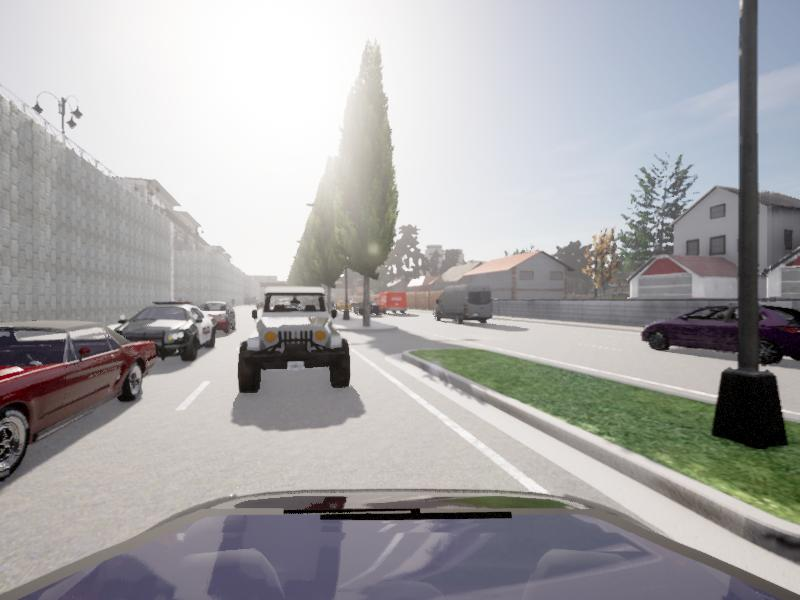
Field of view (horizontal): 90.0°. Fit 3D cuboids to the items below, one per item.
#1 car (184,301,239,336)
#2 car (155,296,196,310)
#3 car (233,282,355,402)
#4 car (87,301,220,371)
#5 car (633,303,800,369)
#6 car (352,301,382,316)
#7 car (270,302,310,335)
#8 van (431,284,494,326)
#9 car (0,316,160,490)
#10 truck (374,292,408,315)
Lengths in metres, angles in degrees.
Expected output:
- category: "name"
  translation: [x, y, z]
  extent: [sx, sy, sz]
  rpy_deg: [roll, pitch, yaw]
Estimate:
- category: "car"
  translation: [-8.957, 0.819, 19.289]
  extent: [1.845, 1.501, 3.633]
  rpy_deg: [0, 0, -16]
- category: "car"
  translation: [-28.453, 0.370, 50.756]
  extent: [4.193, 1.474, 1.816]
  rpy_deg: [5, -1, -20]
- category: "car"
  translation: [-2.188, 0.641, 8.364]
  extent: [1.905, 1.878, 3.866]
  rpy_deg: [0, 0, -15]
- category: "car"
  translation: [-6.714, 0.822, 11.627]
  extent: [2.038, 1.542, 4.974]
  rpy_deg: [0, 0, -16]
- category: "car"
  translation: [9.205, 0.846, 11.425]
  extent: [1.816, 1.474, 4.193]
  rpy_deg: [0, 0, -20]
- category: "car"
  translation: [-3.525, 0.831, 41.371]
  extent: [2.163, 1.488, 4.792]
  rpy_deg: [0, 0, -17]
- category: "car"
  translation: [-5.787, 0.861, 20.904]
  extent: [1.812, 1.442, 4.674]
  rpy_deg: [0, 0, -17]
- category: "van"
  translation: [4.162, 0.307, 27.808]
  extent: [1.988, 2.561, 5.915]
  rpy_deg: [0, 0, -17]
- category: "car"
  translation: [-4.711, 0.942, 4.785]
  extent: [1.895, 1.301, 4.718]
  rpy_deg: [0, 0, -15]
- category: "truck"
  translation: [-1.086, 0.335, 45.458]
  extent: [2.627, 2.467, 5.204]
  rpy_deg: [0, 0, -17]
